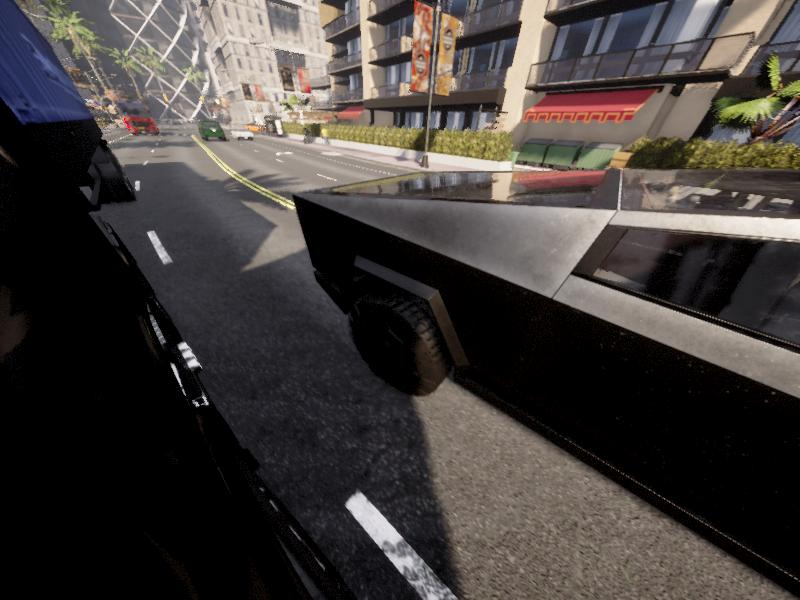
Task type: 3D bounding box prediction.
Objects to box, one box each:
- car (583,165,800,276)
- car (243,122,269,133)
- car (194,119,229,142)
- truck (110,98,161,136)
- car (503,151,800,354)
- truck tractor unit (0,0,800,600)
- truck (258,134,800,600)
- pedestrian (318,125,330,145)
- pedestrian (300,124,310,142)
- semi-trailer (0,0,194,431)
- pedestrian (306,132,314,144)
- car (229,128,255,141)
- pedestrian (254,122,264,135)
[{"bbox_3d":[7.282,-2.261,5.836,3.806,1.475,1.970,24,42,26],"label":"car"},{"bbox_3d":[-32.298,-38.537,51.714,4.553,1.767,2.097,-17,41,-24],"label":"car"},{"bbox_3d":[-23.075,-20.702,28.227,2.150,2.045,5.566,-25,44,-31],"label":"car"},{"bbox_3d":[-37.118,-25.898,32.863,2.891,3.827,8.468,-23,44,-30],"label":"truck"},{"bbox_3d":[4.273,-1.212,3.916,3.866,1.878,1.905,25,43,27],"label":"car"},{"bbox_3d":[-2.645,-0.295,0.352,6.516,4.208,3.053,28,44,30],"label":"truck tractor unit"},{"bbox_3d":[2.100,0.293,1.609,6.274,2.098,2.390,27,43,29],"label":"truck"},{"bbox_3d":[-8.750,-19.067,26.732,0.751,1.860,0.751,-26,45,-32],"label":"pedestrian"},{"bbox_3d":[-12.547,-22.107,30.571,0.751,1.860,0.751,-23,44,-30],"label":"pedestrian"},{"bbox_3d":[-8.315,-3.836,4.578,2.717,4.402,14.254,-30,47,-35],"label":"semi-trailer"},{"bbox_3d":[-10.910,-19.639,28.006,0.500,1.100,0.500,-22,43,-29],"label":"pedestrian"},{"bbox_3d":[-21.530,-22.589,31.462,1.895,1.301,4.718,-23,44,-30],"label":"car"},{"bbox_3d":[-25.018,-30.425,40.955,0.751,1.860,0.751,29,44,31],"label":"pedestrian"}]
